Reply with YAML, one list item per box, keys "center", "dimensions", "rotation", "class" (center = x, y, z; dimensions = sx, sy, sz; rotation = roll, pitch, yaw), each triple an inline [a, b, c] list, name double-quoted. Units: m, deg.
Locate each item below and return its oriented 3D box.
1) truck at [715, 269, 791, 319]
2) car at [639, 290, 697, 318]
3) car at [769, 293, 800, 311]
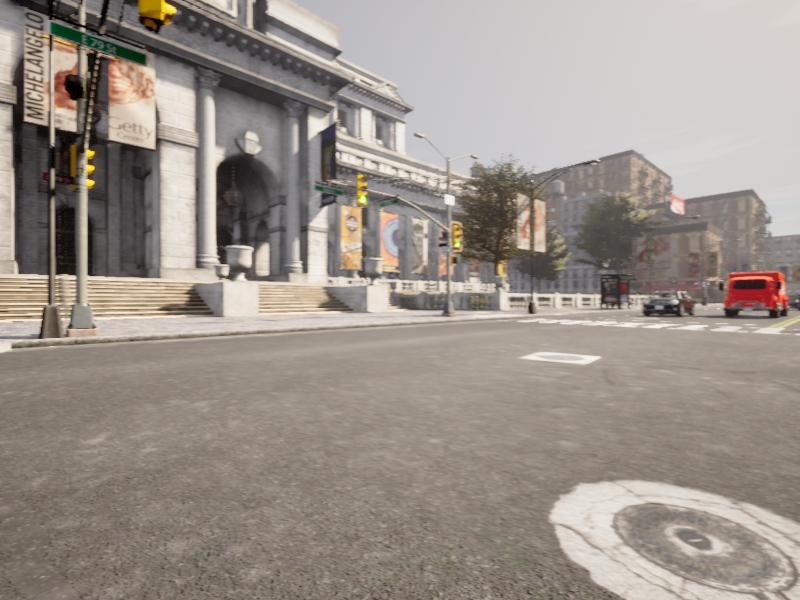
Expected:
- center: [19.848, -0.294, 22.395]
  dimensions: [5.204, 2.467, 2.627]
  rotation: [0, 0, -42]
  class: "truck"
- center: [15.667, 0.201, 23.333]
  dimensions: [3.806, 1.475, 1.970]
  rotation: [0, 0, -42]
  class: "car"
- center: [34.293, 0.150, 35.347]
  dimensions: [4.514, 1.525, 2.007]
  rotation: [0, 0, -42]
  class: "car"
